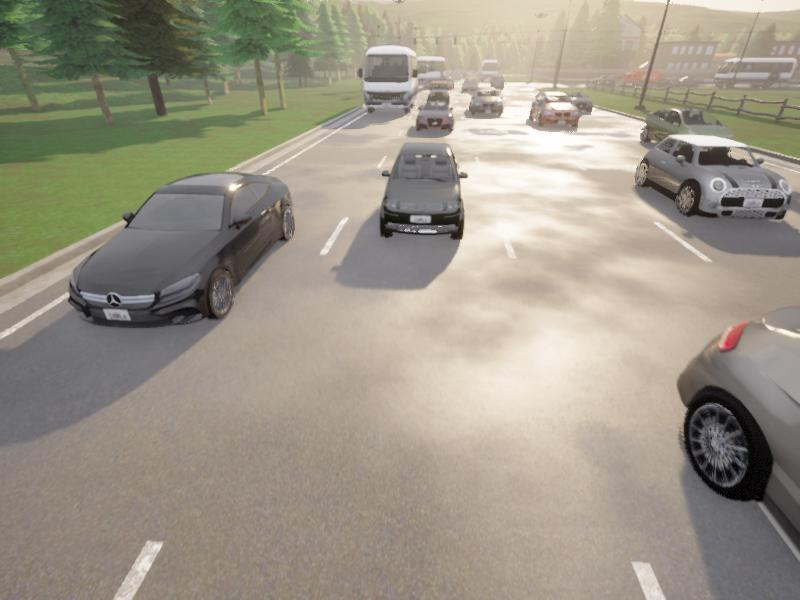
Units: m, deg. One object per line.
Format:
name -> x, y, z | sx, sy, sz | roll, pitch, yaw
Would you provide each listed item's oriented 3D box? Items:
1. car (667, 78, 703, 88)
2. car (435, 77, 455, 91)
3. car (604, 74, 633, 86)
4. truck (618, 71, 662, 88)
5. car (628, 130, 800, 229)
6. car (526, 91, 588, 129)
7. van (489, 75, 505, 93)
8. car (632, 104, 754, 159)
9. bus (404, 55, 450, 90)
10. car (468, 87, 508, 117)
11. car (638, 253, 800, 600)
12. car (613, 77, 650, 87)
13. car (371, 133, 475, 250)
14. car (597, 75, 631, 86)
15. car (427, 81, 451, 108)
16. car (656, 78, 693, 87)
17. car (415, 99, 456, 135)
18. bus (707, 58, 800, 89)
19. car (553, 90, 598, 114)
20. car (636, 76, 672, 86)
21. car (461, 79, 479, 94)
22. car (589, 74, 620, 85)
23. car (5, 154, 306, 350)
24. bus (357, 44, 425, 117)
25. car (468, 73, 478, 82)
car -> 46.727, -35.601, 65.712 | 4.181, 1.385, 1.994 | 3, 30, 5
car -> 6.503, -31.111, 57.550 | 2.242, 1.667, 4.611 | 6, 31, 11
car -> 39.422, -39.718, 72.197 | 3.866, 1.878, 1.905 | 3, 30, 4
truck -> 39.464, -36.419, 65.981 | 5.204, 2.467, 2.627 | 3, 30, 4
car -> 7.684, -3.182, 10.011 | 1.970, 1.475, 3.806 | 3, 30, 5
car -> 9.214, -11.457, 23.970 | 2.242, 1.667, 4.611 | 3, 30, 5
van -> 13.291, -29.771, 54.977 | 1.775, 1.987, 4.442 | 5, 31, 9
car -> 11.938, -7.170, 16.797 | 2.007, 1.525, 4.514 | 3, 30, 5
bus -> 4.242, -34.748, 61.196 | 3.944, 4.253, 10.273 | 10, 32, 19
car -> 6.271, -14.489, 29.137 | 2.242, 1.667, 4.611 | 3, 30, 5
car -> 3.505, 1.599, 1.676 | 2.152, 1.651, 5.027 | 2, 30, 3
car -> 39.999, -37.752, 69.216 | 4.902, 1.511, 2.128 | 3, 30, 4
car -> 0.549, -2.589, 8.887 | 1.789, 1.549, 3.705 | 3, 30, 4
car -> 40.170, -41.346, 75.250 | 5.027, 1.651, 2.152 | 3, 30, 4
car -> 3.383, -17.903, 34.741 | 1.905, 1.878, 3.866 | 3, 30, 5
car -> 47.113, -37.327, 68.737 | 4.718, 1.301, 1.895 | 3, 30, 4
car -> 1.958, -10.145, 21.993 | 1.994, 1.385, 4.181 | 3, 30, 5
bus -> 56.580, -36.326, 64.144 | 10.273, 4.253, 3.944 | 3, 30, 4
car -> 13.506, -15.410, 31.044 | 1.994, 1.385, 4.181 | 3, 31, 5
car -> 45.541, -39.280, 71.827 | 5.008, 1.535, 1.882 | 3, 30, 4
car -> 9.136, -28.006, 52.443 | 2.163, 1.488, 4.792 | 4, 31, 7
car -> 40.008, -43.145, 78.275 | 4.611, 1.667, 2.242 | 3, 30, 4
car -> -3.187, -1.220, 6.638 | 1.812, 1.442, 4.674 | 2, 30, 4
bus -> -0.348, -17.159, 31.114 | 3.944, 4.253, 10.273 | 3, 30, 5
car -> 16.659, -50.933, 91.563 | 1.801, 1.575, 5.366 | 3, 31, 5
